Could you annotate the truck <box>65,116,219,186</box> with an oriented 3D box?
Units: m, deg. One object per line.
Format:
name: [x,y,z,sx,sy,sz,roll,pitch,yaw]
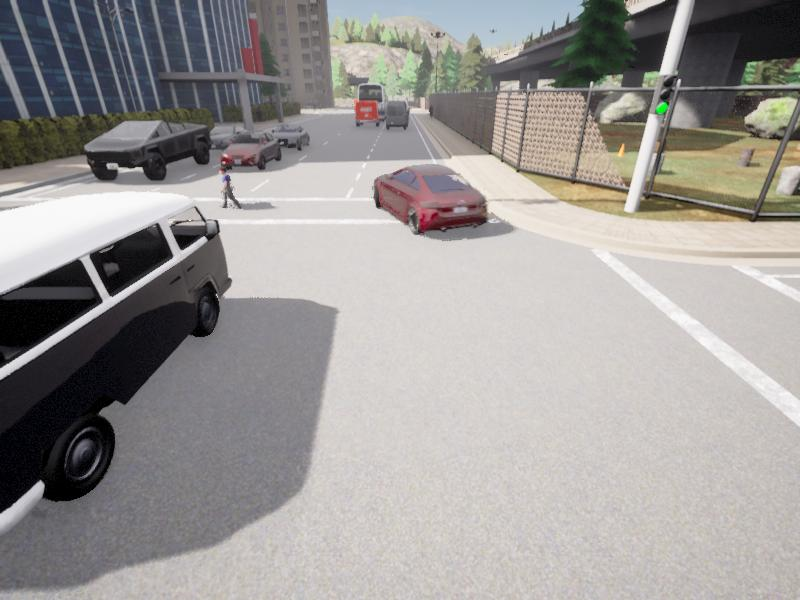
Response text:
truck: [-10.482,-6.602,17.204,2.390,2.098,6.274,0,27,0]

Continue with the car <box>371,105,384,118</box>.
car: [-3.461,-29.242,62.062,1.801,1.575,5.366,0,27,0]

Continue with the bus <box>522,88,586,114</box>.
bus: [29.615,-38.580,77.561,10.273,4.253,3.944,0,27,0]

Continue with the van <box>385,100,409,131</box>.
van: [-0.237,-18.671,40.343,1.988,2.561,5.915,2,27,3]

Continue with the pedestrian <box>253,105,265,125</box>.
pedestrian: [-15.283,-20.103,43.474,0.751,1.860,0.751,0,27,-1]

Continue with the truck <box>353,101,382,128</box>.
truck: [-3.469,-20.388,43.765,2.627,2.467,5.204,0,27,0]

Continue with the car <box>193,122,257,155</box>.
car: [-10.478,-9.889,24.352,1.812,1.442,4.674,0,27,0]

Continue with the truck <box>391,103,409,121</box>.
truck: [0.036,-26.119,55.394,2.390,2.098,6.274,0,27,0]

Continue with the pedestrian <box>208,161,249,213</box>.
pedestrian: [-4.916,-3.280,11.556,0.751,1.300,0.751,-5,27,-9]

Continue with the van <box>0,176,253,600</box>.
van: [-3.477,0.103,4.211,2.069,2.038,4.480,0,26,0]

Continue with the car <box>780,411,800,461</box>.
car: [6.054,1.185,2.573,4.611,1.667,2.242,0,27,-1]

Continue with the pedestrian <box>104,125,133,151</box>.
pedestrian: [-16.080,-9.255,22.873,0.751,1.300,0.751,0,27,0]

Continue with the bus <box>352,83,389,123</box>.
bus: [-3.587,-25.546,51.900,3.944,4.253,10.273,0,27,0]

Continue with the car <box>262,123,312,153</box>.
car: [-6.987,-10.278,25.202,1.994,1.385,4.181,0,27,-1]

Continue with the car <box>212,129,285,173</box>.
car: [-6.980,-7.139,18.946,1.816,1.474,4.193,0,27,0]

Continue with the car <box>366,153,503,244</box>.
car: [0.676,-2.989,10.980,1.994,1.385,4.181,-11,29,-19]

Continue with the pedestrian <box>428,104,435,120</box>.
pedestrian: [4.080,-24.569,52.243,0.751,1.860,0.751,-1,27,-2]

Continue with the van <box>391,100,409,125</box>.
van: [0.036,-22.482,47.799,1.988,2.561,5.915,0,27,0]

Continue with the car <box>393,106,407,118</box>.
car: [0.039,-29.397,62.450,2.128,1.511,4.902,0,27,0]
